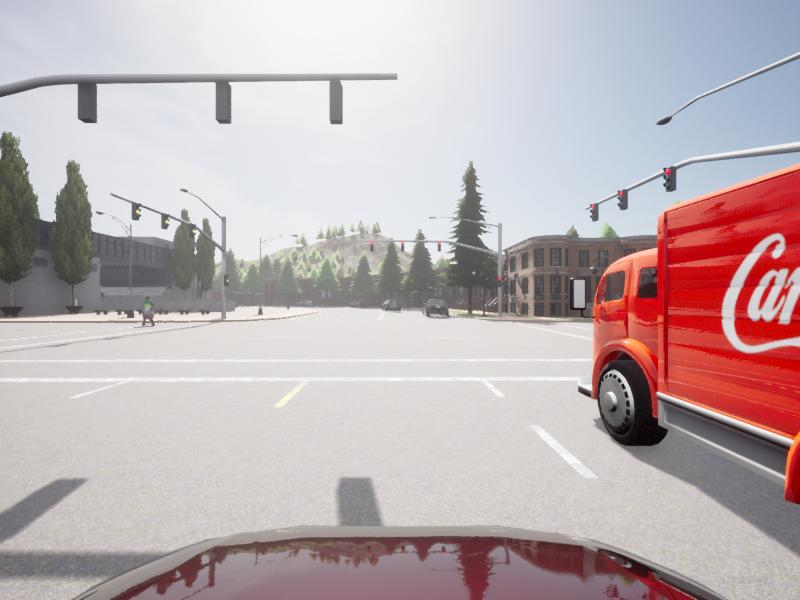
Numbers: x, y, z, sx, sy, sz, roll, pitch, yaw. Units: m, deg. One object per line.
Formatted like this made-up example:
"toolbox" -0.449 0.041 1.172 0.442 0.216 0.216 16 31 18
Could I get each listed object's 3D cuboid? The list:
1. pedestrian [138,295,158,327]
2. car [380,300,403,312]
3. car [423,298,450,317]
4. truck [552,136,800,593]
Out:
"pedestrian" -14.931 0.637 23.711 0.751 1.860 0.751 0 0 2
"car" -1.286 0.777 55.493 2.033 1.649 4.856 0 0 -16
"car" 3.437 0.695 38.940 2.097 1.767 4.553 0 0 -1
"truck" 3.467 0.353 2.993 2.627 2.467 5.204 0 0 -1
